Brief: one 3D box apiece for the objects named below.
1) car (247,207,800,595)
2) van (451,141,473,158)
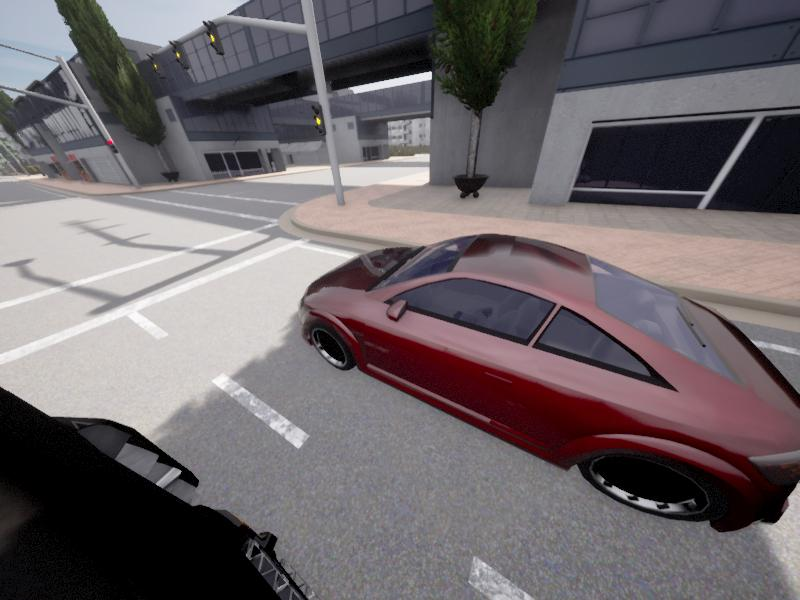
[{"bbox_3d":[0.773,0.071,2.536,4.181,1.385,1.994,16,38,26],"label":"car"},{"bbox_3d":[11.923,-28.962,44.314,1.988,2.561,5.915,16,38,26],"label":"van"}]
